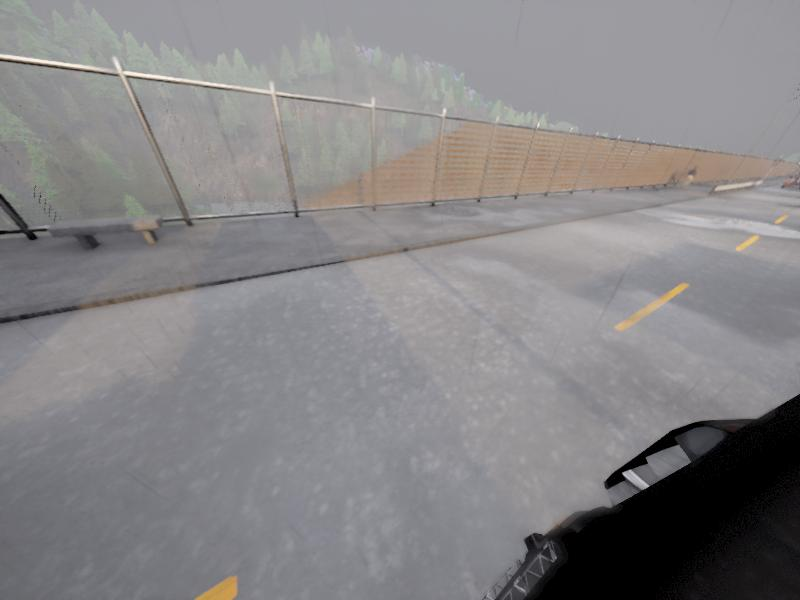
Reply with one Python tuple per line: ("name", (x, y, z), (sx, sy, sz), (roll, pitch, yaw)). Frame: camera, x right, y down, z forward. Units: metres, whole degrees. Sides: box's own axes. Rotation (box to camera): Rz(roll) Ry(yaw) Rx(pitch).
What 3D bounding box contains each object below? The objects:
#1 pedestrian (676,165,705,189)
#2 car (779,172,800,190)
("pedestrian", (26.480, -11.216, 21.065), (0.751, 1.860, 0.751), (-15, 38, -25))
("car", (49.319, -14.570, 28.244), (4.553, 1.767, 2.097), (-16, 38, -26))
